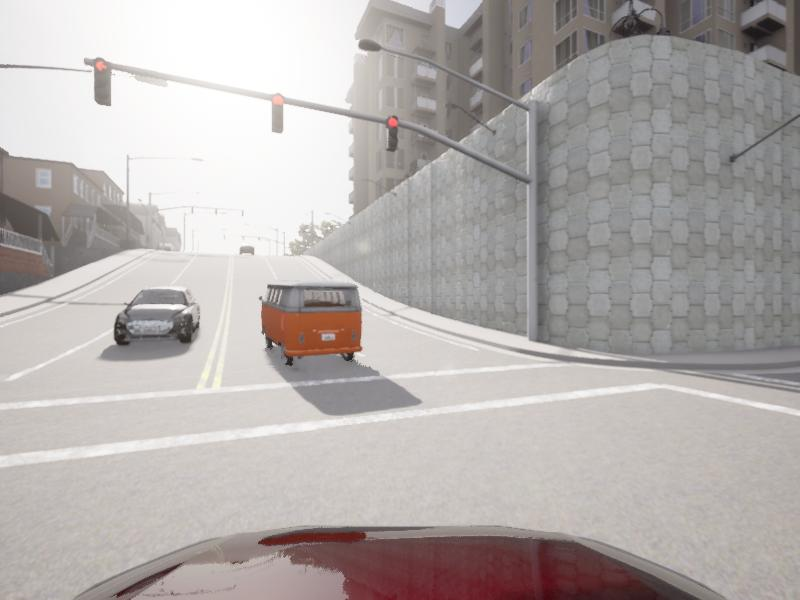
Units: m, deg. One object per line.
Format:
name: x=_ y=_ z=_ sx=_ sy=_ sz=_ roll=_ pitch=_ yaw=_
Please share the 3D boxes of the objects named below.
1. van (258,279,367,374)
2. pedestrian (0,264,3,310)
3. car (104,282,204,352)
van: x=-2.568 y=0.454 z=10.746 sx=1.775 sy=1.987 sz=4.442 roll=0 pitch=3 yaw=-27
pedestrian: x=-16.480 y=-0.527 z=15.844 sx=0.751 sy=1.860 sz=0.751 roll=0 pitch=0 yaw=-10
car: x=-7.788 y=0.358 z=13.222 sx=2.033 sy=1.649 sz=4.856 roll=0 pitch=5 yaw=-22
